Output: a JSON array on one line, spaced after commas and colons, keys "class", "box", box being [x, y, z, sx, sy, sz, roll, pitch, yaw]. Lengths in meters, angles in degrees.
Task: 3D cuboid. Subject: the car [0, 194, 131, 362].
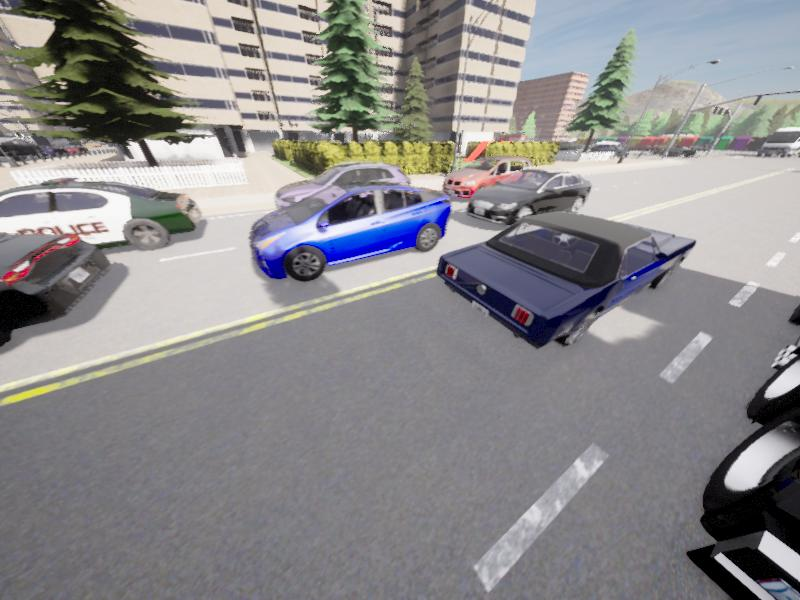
[{"class": "car", "box": [-7.009, 0.132, 2.418, 4.974, 1.542, 2.038, -18, 39, -24]}]

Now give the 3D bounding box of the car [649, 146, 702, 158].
[{"class": "car", "box": [45.885, -24.854, 38.707, 1.930, 1.638, 5.238, -16, 38, -22]}]

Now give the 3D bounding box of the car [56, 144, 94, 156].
[{"class": "car", "box": [-51.429, -23.864, 36.696, 1.994, 1.385, 4.181, -18, 39, -24]}]

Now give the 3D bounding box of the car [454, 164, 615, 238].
[{"class": "car", "box": [4.556, -3.626, 7.938, 4.902, 1.511, 2.128, -18, 39, -24]}]

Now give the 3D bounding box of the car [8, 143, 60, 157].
[{"class": "car", "box": [-53.660, -22.139, 34.073, 2.128, 1.511, 4.902, -18, 39, -24]}]

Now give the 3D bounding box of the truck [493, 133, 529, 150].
[{"class": "truck", "box": [30.989, -44.611, 65.077, 2.891, 3.827, 8.468, -18, 39, -25]}]

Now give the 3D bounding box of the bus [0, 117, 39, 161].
[{"class": "bus", "box": [-48.643, -18.142, 25.965, 3.944, 4.253, 10.273, -18, 39, -24]}]

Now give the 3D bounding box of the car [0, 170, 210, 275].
[{"class": "car", "box": [-7.837, -1.905, 5.341, 4.974, 1.542, 2.038, -18, 39, -24]}]

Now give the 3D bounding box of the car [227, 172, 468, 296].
[{"class": "car", "box": [-0.961, -1.835, 5.302, 4.514, 1.525, 2.007, -18, 39, -24]}]

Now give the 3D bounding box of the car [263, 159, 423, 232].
[{"class": "car", "box": [-1.811, -3.906, 8.185, 4.856, 1.649, 2.033, -18, 39, -24]}]

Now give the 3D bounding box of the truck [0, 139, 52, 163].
[{"class": "truck", "box": [-44.495, -17.187, 26.513, 2.390, 2.098, 6.274, -17, 38, -23]}]

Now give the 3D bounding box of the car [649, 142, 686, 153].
[{"class": "car", "box": [58.075, -33.173, 50.294, 1.932, 1.855, 4.605, -18, 39, -24]}]

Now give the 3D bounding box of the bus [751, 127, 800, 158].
[{"class": "bus", "box": [68.490, -27.857, 40.920, 10.273, 4.253, 3.944, -17, 39, -24]}]

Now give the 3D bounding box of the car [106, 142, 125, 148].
[{"class": "car", "box": [-78.791, -43.080, 64.083, 1.994, 1.385, 4.181, -18, 39, -24]}]

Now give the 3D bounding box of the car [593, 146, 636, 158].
[{"class": "car", "box": [37.035, -25.753, 40.040, 2.128, 1.511, 4.902, -18, 39, -25]}]

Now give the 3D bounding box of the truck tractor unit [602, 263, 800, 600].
[{"class": "truck tractor unit", "box": [5.110, -0.302, 0.788, 6.516, 4.208, 3.053, -18, 39, -24]}]

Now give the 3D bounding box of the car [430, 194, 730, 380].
[{"class": "car", "box": [3.044, -0.738, 3.960, 4.718, 1.301, 1.895, -18, 39, -24]}]

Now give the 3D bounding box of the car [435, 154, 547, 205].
[{"class": "car", "box": [4.280, -5.909, 11.080, 4.611, 1.667, 2.242, -18, 39, -25]}]

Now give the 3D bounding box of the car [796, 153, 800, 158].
[{"class": "car", "box": [70.256, -25.071, 39.345, 4.892, 1.490, 1.837, -17, 39, -24]}]
